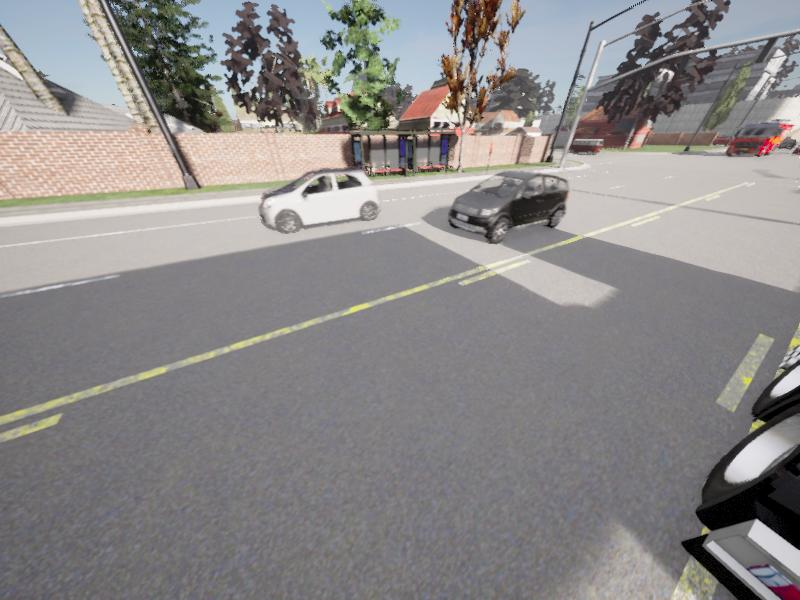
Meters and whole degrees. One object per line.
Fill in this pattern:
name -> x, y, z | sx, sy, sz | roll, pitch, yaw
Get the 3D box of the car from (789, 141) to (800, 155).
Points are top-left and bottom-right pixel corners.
car -> 55.111, -20.431, 31.032 | 4.514, 1.525, 2.007 | -19, 39, -24

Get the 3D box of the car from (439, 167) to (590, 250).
car -> 3.257, -2.864, 6.771 | 3.705, 1.549, 1.789 | -18, 39, -25

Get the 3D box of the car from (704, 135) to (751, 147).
car -> 73.284, -35.747, 51.809 | 2.150, 2.045, 5.566 | -19, 39, -24

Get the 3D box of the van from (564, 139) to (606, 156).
van -> 28.333, -23.558, 35.572 | 1.775, 1.987, 4.442 | -20, 40, -25

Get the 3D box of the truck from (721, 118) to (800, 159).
truck -> 45.718, -20.483, 29.306 | 8.468, 3.827, 2.891 | -19, 39, -23

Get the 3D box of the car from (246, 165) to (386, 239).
car -> -2.517, -3.264, 7.332 | 3.633, 1.501, 1.845 | -18, 39, -24

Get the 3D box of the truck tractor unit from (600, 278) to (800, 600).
truck tractor unit -> 5.129, -0.284, 0.739 | 6.516, 4.208, 3.053 | -18, 39, -23
